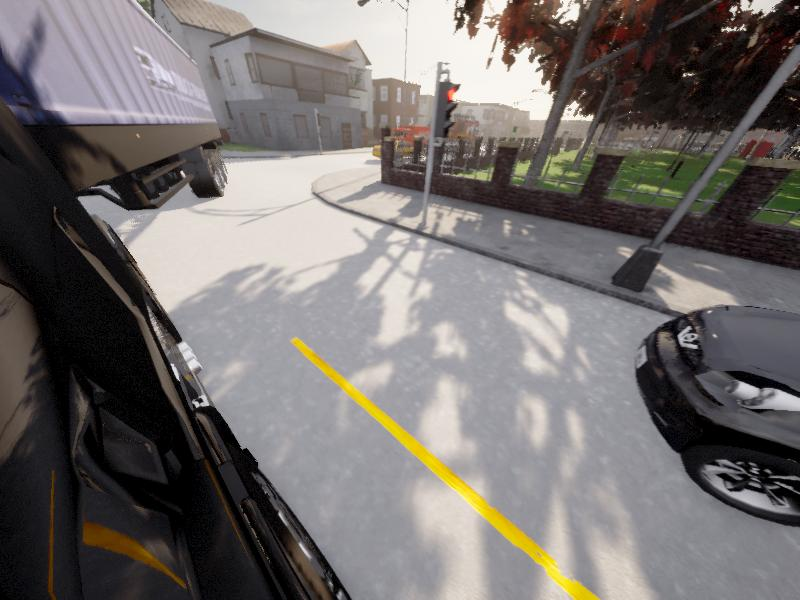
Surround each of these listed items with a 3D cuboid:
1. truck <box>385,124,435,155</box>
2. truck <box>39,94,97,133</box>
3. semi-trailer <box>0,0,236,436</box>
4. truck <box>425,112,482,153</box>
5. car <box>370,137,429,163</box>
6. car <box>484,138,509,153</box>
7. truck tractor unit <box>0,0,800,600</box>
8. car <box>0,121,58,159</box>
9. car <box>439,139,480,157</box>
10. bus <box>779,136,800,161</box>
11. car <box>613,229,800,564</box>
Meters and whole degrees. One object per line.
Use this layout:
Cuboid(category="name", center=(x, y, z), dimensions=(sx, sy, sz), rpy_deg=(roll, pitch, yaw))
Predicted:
Cuboid(category="truck", center=(1.147, -17.317, 24.949), dimensions=(2.627, 2.467, 5.204), rpy_deg=(27, 43, 29))
Cuboid(category="truck", center=(-47.168, -26.320, 32.788), dimensions=(8.468, 3.827, 2.891), rpy_deg=(27, 43, 29))
Cuboid(category="semi-trailer", center=(-6.773, -4.447, 5.495), dimensions=(2.717, 4.402, 14.254), rpy_deg=(-15, 40, -22))
Cuboid(category="truck", center=(7.033, -21.735, 30.129), dimensions=(2.891, 3.827, 8.468), rpy_deg=(28, 44, 30))
Cuboid(category="car", center=(0.088, -12.517, 19.173), dimensions=(1.801, 1.575, 5.366), rpy_deg=(28, 43, 30))
Cuboid(category="car", center=(13.734, -21.980, 32.815), dimensions=(1.845, 1.501, 3.633), rpy_deg=(27, 43, 29))
Cuboid(category="truck tractor unit", center=(-2.645, -0.295, 0.351), dimensions=(6.516, 4.208, 3.053), rpy_deg=(28, 44, 30))
Cuboid(category="car", center=(-23.034, -9.830, 14.071), dimensions=(5.366, 1.575, 1.801), rpy_deg=(27, 43, 29))
Cuboid(category="car", center=(6.730, -17.018, 25.809), dimensions=(2.033, 1.411, 5.357), rpy_deg=(27, 43, 29))
Cuboid(category="bus", center=(87.327, -31.931, 48.659), dimensions=(3.944, 4.253, 10.273), rpy_deg=(27, 43, 29))
Cuboid(category="car", center=(3.851, 1.039, 1.241), dimensions=(3.633, 1.501, 1.845), rpy_deg=(27, 43, 29))
